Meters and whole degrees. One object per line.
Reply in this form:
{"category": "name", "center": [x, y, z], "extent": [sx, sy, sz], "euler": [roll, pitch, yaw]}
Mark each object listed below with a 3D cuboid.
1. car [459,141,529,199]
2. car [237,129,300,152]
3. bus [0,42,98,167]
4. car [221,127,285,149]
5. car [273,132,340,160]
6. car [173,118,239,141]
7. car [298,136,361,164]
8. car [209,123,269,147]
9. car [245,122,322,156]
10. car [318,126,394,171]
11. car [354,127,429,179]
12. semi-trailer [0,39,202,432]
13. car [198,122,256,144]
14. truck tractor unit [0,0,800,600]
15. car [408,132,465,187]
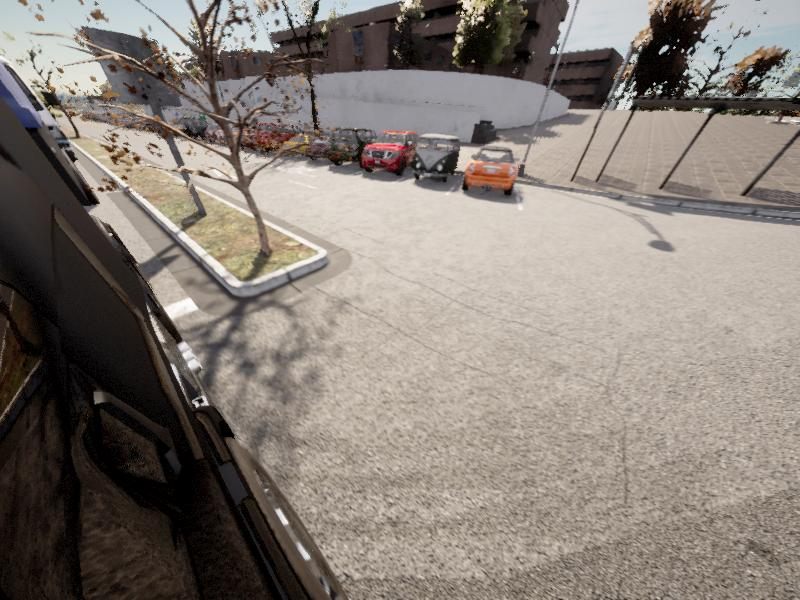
{"category": "car", "center": [4.378, -6.319, 10.897], "extent": [2.185, 1.767, 4.553], "euler": [14, 37, 14]}
{"category": "car", "center": [-11.884, -14.728, 21.325], "extent": [2.163, 1.488, 4.792], "euler": [13, 37, 14]}
{"category": "bus", "center": [-21.233, -10.143, 12.284], "extent": [10.273, 4.253, 3.944], "euler": [27, 43, 29]}
{"category": "car", "center": [-14.212, -15.938, 22.746], "extent": [2.231, 1.521, 4.892], "euler": [14, 37, 13]}
{"category": "car", "center": [-7.167, -12.428, 18.510], "extent": [1.946, 1.575, 5.366], "euler": [13, 37, 14]}
{"category": "car", "center": [-23.532, -20.951, 28.458], "extent": [2.435, 2.045, 5.566], "euler": [13, 37, 14]}
{"category": "car", "center": [-4.903, -11.081, 16.927], "extent": [2.002, 1.452, 4.674], "euler": [13, 37, 14]}
{"category": "car", "center": [-16.530, -17.256, 24.150], "extent": [2.185, 1.767, 4.553], "euler": [14, 37, 14]}
{"category": "car", "center": [-9.538, -13.748, 19.701], "extent": [2.435, 2.045, 5.566], "euler": [13, 37, 14]}
{"category": "car", "center": [-2.550, -10.121, 15.313], "extent": [2.435, 2.045, 5.566], "euler": [14, 37, 14]}
{"category": "car", "center": [-0.235, -8.872, 13.795], "extent": [2.435, 2.045, 5.566], "euler": [14, 37, 14]}
{"category": "semi-trailer", "center": [-8.730, -3.587, 4.191], "extent": [14.254, 4.402, 2.717], "euler": [28, 43, 29]}
{"category": "car", "center": [-18.889, -18.423, 25.561], "extent": [2.185, 1.767, 4.553], "euler": [13, 37, 14]}
{"category": "truck tractor unit", "center": [-2.645, -0.295, 0.351], "extent": [6.516, 4.208, 3.053], "euler": [28, 44, 30]}
{"category": "car", "center": [2.052, -7.583, 12.264], "extent": [1.878, 1.987, 4.442], "euler": [14, 38, 14]}
